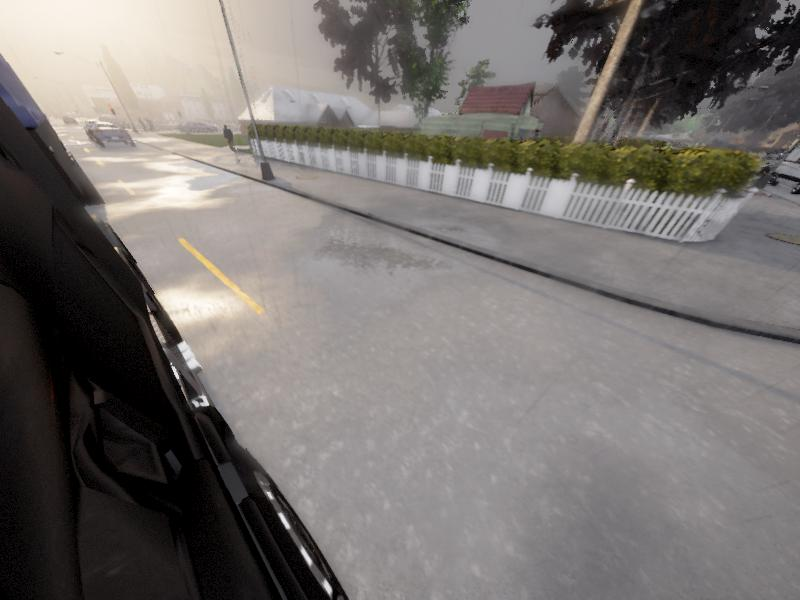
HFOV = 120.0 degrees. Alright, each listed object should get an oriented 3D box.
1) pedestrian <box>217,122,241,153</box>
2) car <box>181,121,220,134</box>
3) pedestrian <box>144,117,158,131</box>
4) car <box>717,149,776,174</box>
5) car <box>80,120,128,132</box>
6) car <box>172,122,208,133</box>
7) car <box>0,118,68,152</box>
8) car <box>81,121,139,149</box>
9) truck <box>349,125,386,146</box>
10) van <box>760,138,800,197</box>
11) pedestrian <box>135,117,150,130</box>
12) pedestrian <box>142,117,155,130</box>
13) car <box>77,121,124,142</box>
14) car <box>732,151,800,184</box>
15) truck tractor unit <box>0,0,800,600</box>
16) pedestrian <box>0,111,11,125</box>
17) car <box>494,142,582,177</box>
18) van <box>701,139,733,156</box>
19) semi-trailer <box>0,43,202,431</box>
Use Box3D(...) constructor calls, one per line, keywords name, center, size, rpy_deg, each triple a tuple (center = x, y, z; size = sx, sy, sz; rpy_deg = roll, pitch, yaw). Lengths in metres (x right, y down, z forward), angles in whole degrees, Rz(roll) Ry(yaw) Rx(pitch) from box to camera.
Box3D(name="pedestrian", center=(-12.947, -12.278, 17.523), size=(0.751, 1.860, 0.751), rpy_deg=(28, 44, 30))
Box3D(name="car", center=(-36.115, -31.259, 41.941), size=(2.033, 1.649, 4.856), rpy_deg=(28, 44, 30))
Box3D(name="pedestrian", center=(-44.420, -31.426, 41.250), size=(0.751, 1.860, 0.751), rpy_deg=(6, 37, 5))
Box3D(name="car", center=(33.194, -13.505, 22.350), size=(1.801, 1.575, 5.366), rpy_deg=(28, 44, 30))
Box3D(name="car", center=(-48.081, -28.416, 37.646), size=(4.181, 1.385, 1.994), rpy_deg=(-9, 39, -15))
Box3D(name="car", center=(-39.530, -32.606, 43.624), size=(2.007, 1.525, 4.514), rpy_deg=(28, 44, 30))
Box3D(name="car", center=(-26.346, -11.868, 16.552), size=(4.611, 1.667, 2.242), rpy_deg=(28, 44, 30))
Box3D(name="car", center=(-24.799, -14.153, 19.740), size=(5.027, 1.651, 2.152), rpy_deg=(28, 44, 30))
Box3D(name="truck", center=(-4.103, -21.446, 30.051), size=(2.069, 2.038, 4.478), rpy_deg=(28, 44, 30))
Box3D(name="van", center=(23.671, -7.351, 12.763), size=(1.988, 2.561, 5.915), rpy_deg=(28, 44, 30))
Box3D(name="pedestrian", center=(-45.366, -31.044, 40.669), size=(0.751, 1.860, 0.751), rpy_deg=(6, 37, 5))
Box3D(name="pedestrian", center=(-45.019, -31.547, 41.361), size=(0.751, 1.860, 0.751), rpy_deg=(25, 42, 27))
Box3D(name="car", center=(-30.232, -17.009, 23.313), size=(4.974, 1.542, 2.038), rpy_deg=(28, 44, 30))
Box3D(name="car", center=(28.583, -10.359, 17.834), size=(2.152, 1.651, 5.027), rpy_deg=(28, 44, 30))
Box3D(name="truck tractor unit", center=(-2.645, -0.295, 0.351), size=(6.516, 4.208, 3.053), rpy_deg=(28, 44, 30))
Box3D(name="pedestrian", center=(-68.475, -31.314, 39.687), size=(0.751, 1.860, 0.751), rpy_deg=(24, 42, 26))
Box3D(name="car", center=(8.495, -8.892, 14.452), size=(4.181, 1.381, 1.994), rpy_deg=(28, 44, 30))
Box3D(name="van", center=(62.640, -30.340, 45.774), size=(1.988, 2.561, 5.915), rpy_deg=(28, 44, 30))
Box3D(name="semi-trailer", center=(-8.695, -3.599, 4.243), size=(14.254, 4.402, 2.717), rpy_deg=(28, 44, 30))
